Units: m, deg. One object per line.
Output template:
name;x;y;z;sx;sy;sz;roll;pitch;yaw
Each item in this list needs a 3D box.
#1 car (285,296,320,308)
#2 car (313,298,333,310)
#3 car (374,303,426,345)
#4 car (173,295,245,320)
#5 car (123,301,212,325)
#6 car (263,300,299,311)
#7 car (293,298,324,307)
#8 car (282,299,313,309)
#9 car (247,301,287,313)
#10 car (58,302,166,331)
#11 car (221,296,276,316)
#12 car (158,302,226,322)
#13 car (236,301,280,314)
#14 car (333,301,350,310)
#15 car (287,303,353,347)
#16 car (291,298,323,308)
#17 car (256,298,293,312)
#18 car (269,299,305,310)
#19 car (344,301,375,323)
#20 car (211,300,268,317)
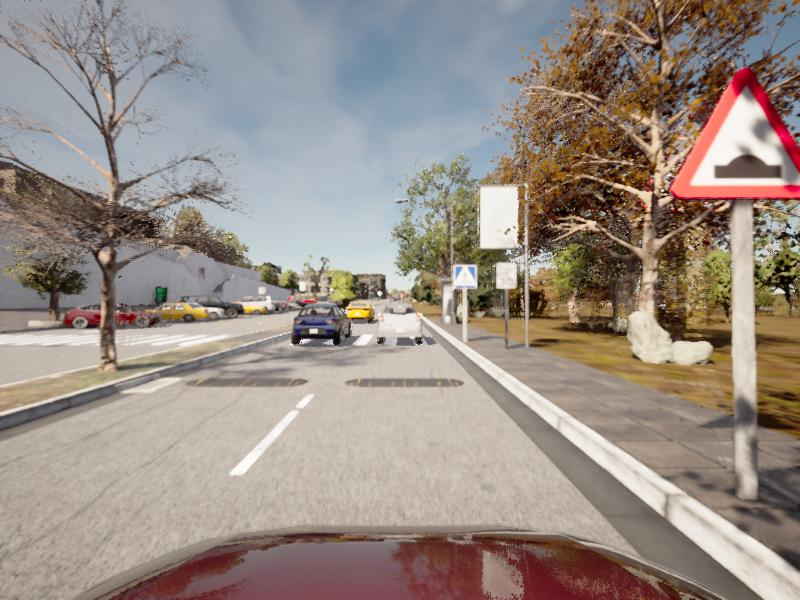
car;-16.839;0.319;68.756;5.566;2.045;2.435;-1;1;-20
car;-11.789;0.595;61.529;2.242;1.667;4.611;0;1;0
car;-0.010;0.860;16.138;1.845;1.501;3.633;0;0;0
car;-16.837;0.645;35.734;5.566;2.045;2.435;-1;0;-20
car;-17.031;0.896;29.642;5.366;1.575;1.946;-1;0;-20
car;-16.862;0.774;56.740;4.674;1.452;2.002;-1;0;-20
car;-17.034;0.497;74.676;5.366;1.575;1.946;-1;1;-20
car;-16.834;0.639;65.756;4.792;1.488;2.163;-1;1;-20
car;-16.862;0.846;50.740;4.674;1.452;2.002;-1;0;-20
car;-16.833;0.916;23.718;4.792;1.488;2.163;-1;0;-20
car;-16.888;0.604;44.714;5.566;2.045;2.435;-1;1;-20
car;-16.863;0.937;32.715;4.674;1.452;2.002;-1;0;-20
car;-16.885;0.861;47.716;4.792;1.488;2.163;-1;1;-20
car;-8.790;0.792;60.923;1.895;1.301;4.718;0;1;0
car;-3.012;0.889;15.977;1.816;1.474;4.193;0;0;0
car;-16.686;0.526;71.810;5.366;1.575;1.946;-1;1;-20
car;-16.892;0.645;53.727;4.553;1.767;2.185;-1;0;-20
car;-16.853;0.694;59.739;5.008;1.535;2.097;-1;1;-20
car;-3.021;0.885;30.885;1.882;1.535;5.008;0;0;0
car;-16.687;0.867;41.789;5.366;1.575;1.946;-1;0;-20
